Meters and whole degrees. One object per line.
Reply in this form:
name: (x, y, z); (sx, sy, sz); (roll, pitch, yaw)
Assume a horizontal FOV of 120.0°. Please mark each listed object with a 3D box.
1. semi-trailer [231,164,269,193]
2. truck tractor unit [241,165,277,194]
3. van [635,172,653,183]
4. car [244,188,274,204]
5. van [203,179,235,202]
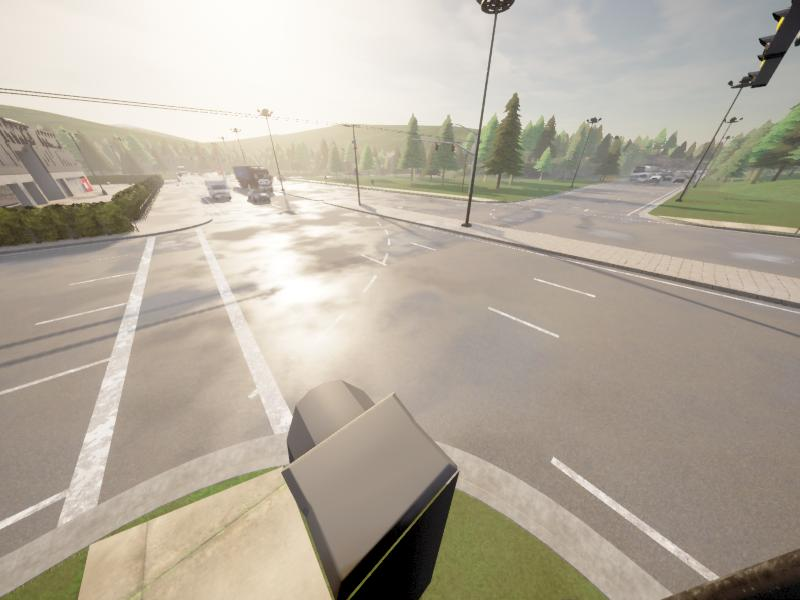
semi-trailer: (-30.049, -24.409, 45.959); (2.717, 4.402, 14.254); (-23, 37, -34)
truck tractor unit: (-24.918, -21.313, 40.785); (3.053, 4.208, 6.516); (-23, 37, -34)
van: (70.425, -35.242, 66.565); (5.915, 2.561, 1.988); (-23, 37, -34)
car: (-18.686, -13.792, 30.473); (2.038, 1.542, 4.974); (-23, 37, -34)
van: (-25.576, -15.520, 32.560); (2.351, 2.431, 6.366); (-23, 37, -34)
